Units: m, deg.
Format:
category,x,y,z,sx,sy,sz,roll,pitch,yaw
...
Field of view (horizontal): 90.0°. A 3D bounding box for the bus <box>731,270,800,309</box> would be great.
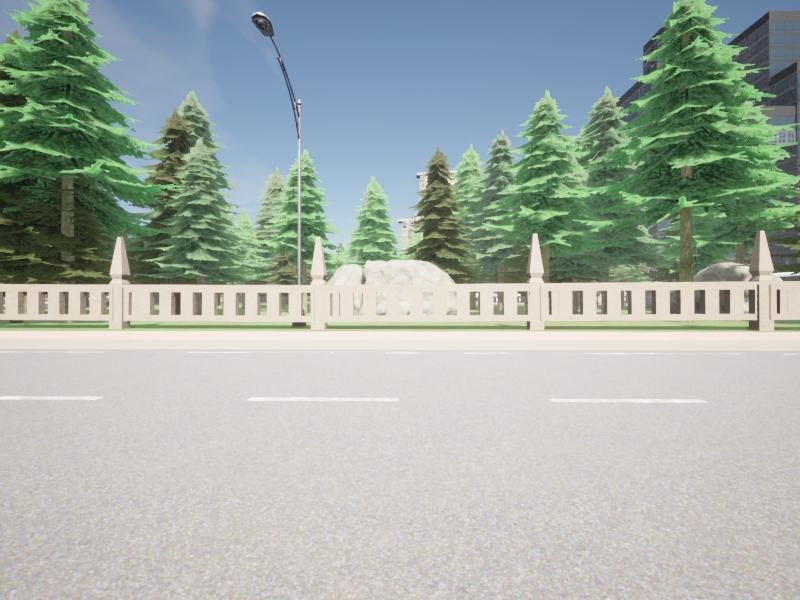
category,x,y,z,sx,sy,sz,roll,pitch,yaw
bus,45.816,-1.134,47.963,3.944,4.253,10.273,0,0,1
